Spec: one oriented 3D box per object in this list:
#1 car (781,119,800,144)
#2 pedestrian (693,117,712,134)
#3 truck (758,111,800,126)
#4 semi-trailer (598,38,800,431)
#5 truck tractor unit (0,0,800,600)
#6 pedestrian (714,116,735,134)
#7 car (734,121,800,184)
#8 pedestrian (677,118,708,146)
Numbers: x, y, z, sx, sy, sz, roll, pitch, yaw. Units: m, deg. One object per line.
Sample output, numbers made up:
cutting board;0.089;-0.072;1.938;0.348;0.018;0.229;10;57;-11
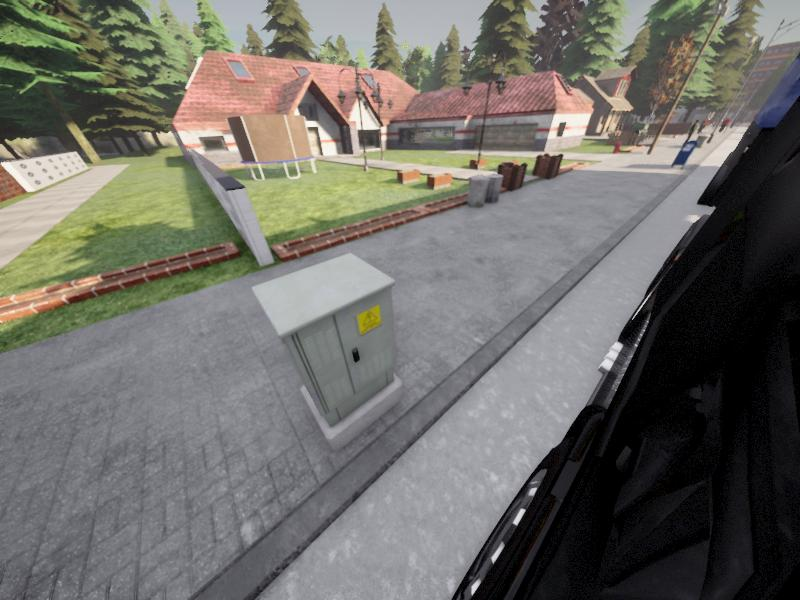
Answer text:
car;34.706;-13.580;18.303;3.866;1.878;1.905;9;38;15
pedestrian;41.492;-23.993;31.722;0.751;1.860;0.751;-27;43;-30
truck;78.971;-36.852;46.873;6.274;2.098;2.390;13;39;20
semi-trailer;8.699;-3.595;4.241;14.254;4.402;2.717;-28;43;-30
truck tractor unit;2.645;-0.295;0.352;6.516;4.208;3.053;-28;44;-30
pedestrian;42.969;-23.212;30.587;0.751;1.860;0.751;-24;42;-26
car;16.213;-6.076;9.411;4.605;1.855;1.932;-22;41;-28
pedestrian;23.952;-13.751;18.959;0.751;1.860;0.751;22;43;29
